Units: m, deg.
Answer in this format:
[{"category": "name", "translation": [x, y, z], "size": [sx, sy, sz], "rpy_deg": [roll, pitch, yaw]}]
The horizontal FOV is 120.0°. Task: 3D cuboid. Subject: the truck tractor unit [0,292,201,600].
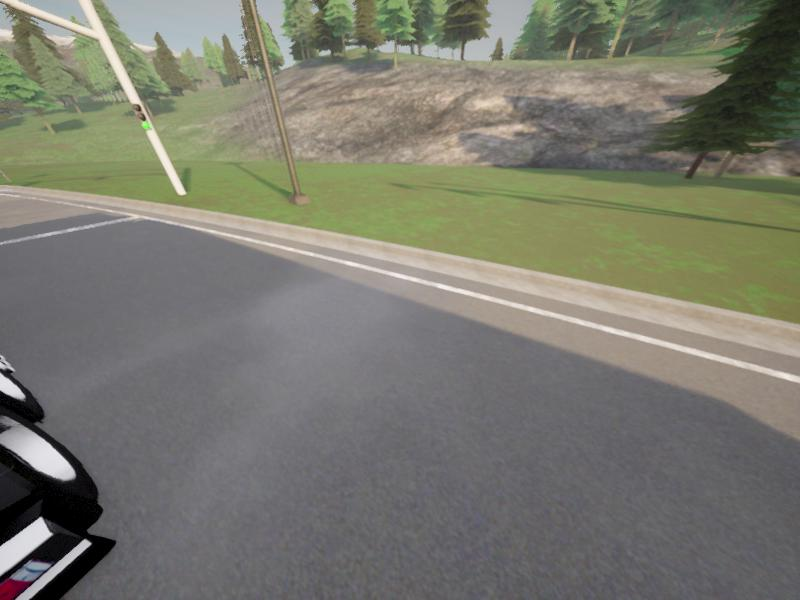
[{"category": "truck tractor unit", "translation": [-5.159, -0.248, 0.720], "size": [6.516, 4.208, 3.053], "rpy_deg": [16, 38, 22]}]
